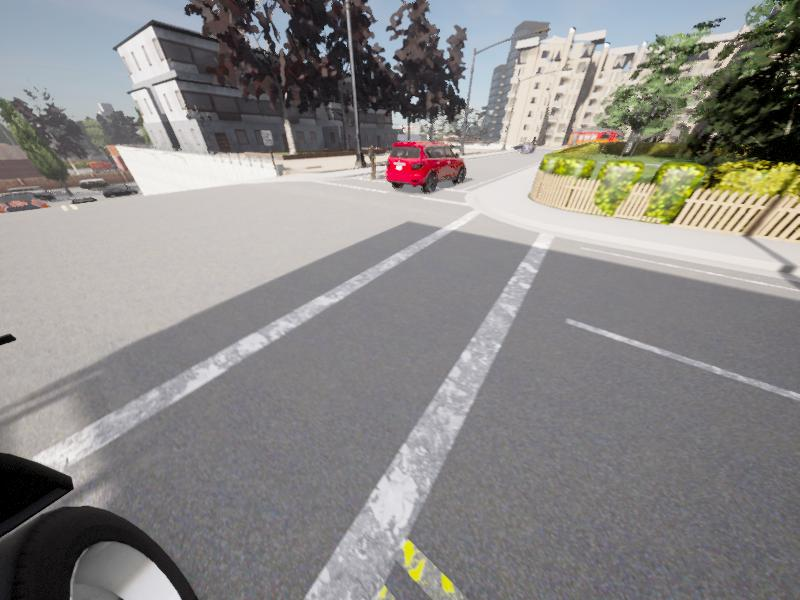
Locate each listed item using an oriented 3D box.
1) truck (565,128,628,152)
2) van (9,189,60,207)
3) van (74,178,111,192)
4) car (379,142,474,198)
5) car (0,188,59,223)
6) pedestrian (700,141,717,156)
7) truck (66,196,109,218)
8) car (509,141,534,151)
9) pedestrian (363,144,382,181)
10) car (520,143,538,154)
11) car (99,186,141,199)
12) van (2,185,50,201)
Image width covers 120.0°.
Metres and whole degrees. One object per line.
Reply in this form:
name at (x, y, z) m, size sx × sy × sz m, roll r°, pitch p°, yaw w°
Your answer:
truck at (38.809, -31.743, 45.982) m, size 8.468 × 3.827 × 2.891 m, roll 2°, pitch 35°, yaw 4°
van at (-65.854, -18.471, 41.708) m, size 1.775 × 1.987 × 4.442 m, roll 23°, pitch 41°, yaw 28°
van at (-70.202, -26.396, 52.846) m, size 2.069 × 2.038 × 4.480 m, roll 23°, pitch 41°, yaw 28°
car at (1.590, -7.116, 12.229) m, size 2.150 × 2.045 × 5.566 m, roll 23°, pitch 41°, yaw 29°
car at (-26.877, -6.695, 16.523) m, size 4.553 × 1.767 × 2.097 m, roll 13°, pitch 36°, yaw 35°
pedestrian at (46.199, -22.716, 34.612) m, size 0.751 × 1.860 × 0.751 m, roll 28°, pitch 43°, yaw 33°
truck at (-41.357, -12.360, 30.543) m, size 6.274 × 2.098 × 2.390 m, roll 16°, pitch 38°, yaw 33°
car at (29.416, -37.321, 56.129) m, size 4.792 × 1.488 × 2.163 m, roll 17°, pitch 38°, yaw 34°
pedestrian at (-1.675, -8.412, 14.176) m, size 0.751 × 1.860 × 0.751 m, roll 15°, pitch 38°, yaw 20°
car at (22.494, -26.417, 40.231) m, size 1.789 × 1.549 × 3.705 m, roll 23°, pitch 41°, yaw 29°
car at (-56.966, -21.952, 47.073) m, size 1.882 × 1.535 × 5.008 m, roll 23°, pitch 41°, yaw 28°
van at (-72.755, -20.861, 45.043) m, size 1.775 × 1.987 × 4.442 m, roll 23°, pitch 41°, yaw 28°
